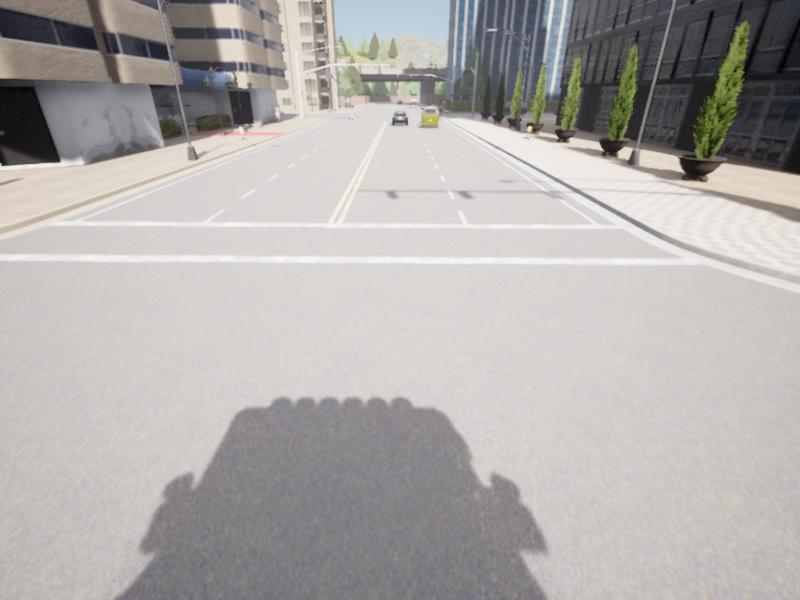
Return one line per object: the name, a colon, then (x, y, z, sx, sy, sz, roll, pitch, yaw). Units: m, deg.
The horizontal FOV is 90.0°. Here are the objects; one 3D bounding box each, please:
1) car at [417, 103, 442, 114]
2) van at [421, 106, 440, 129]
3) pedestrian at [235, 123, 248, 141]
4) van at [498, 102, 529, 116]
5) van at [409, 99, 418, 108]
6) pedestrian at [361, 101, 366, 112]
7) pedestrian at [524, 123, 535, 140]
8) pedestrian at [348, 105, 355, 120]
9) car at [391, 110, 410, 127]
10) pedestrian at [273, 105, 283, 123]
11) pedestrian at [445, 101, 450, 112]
car: (5.434, -35.312, 73.753, 1.930, 1.638, 5.238, -15, 31, -27)
van: (3.190, -19.244, 42.054, 1.775, 1.987, 4.442, 2, 27, 3)
pedestrian: (-11.003, -11.659, 27.788, 0.500, 1.100, 0.500, 0, 27, 1)
van: (18.993, -32.129, 67.238, 4.442, 1.987, 1.775, 0, 27, -1)
van: (3.520, -51.674, 105.194, 2.069, 2.038, 4.480, 0, 27, 0)
pedestrian: (-7.223, -38.284, 79.188, 0.751, 1.860, 0.751, 3, 27, 6)
pedestrian: (9.414, -12.246, 29.031, 0.500, 1.100, 0.500, 0, 27, -1)
pedestrian: (-6.399, -24.802, 52.923, 0.751, 1.860, 0.751, 0, 27, -1)
car: (0.011, -20.518, 45.024, 2.007, 1.525, 4.514, 0, 27, 0)
pedestrian: (-13.736, -20.925, 44.999, 0.751, 1.860, 0.751, -1, 27, -2)
pedestrian: (9.198, -37.551, 77.507, 0.751, 1.860, 0.751, -2, 27, -3)
